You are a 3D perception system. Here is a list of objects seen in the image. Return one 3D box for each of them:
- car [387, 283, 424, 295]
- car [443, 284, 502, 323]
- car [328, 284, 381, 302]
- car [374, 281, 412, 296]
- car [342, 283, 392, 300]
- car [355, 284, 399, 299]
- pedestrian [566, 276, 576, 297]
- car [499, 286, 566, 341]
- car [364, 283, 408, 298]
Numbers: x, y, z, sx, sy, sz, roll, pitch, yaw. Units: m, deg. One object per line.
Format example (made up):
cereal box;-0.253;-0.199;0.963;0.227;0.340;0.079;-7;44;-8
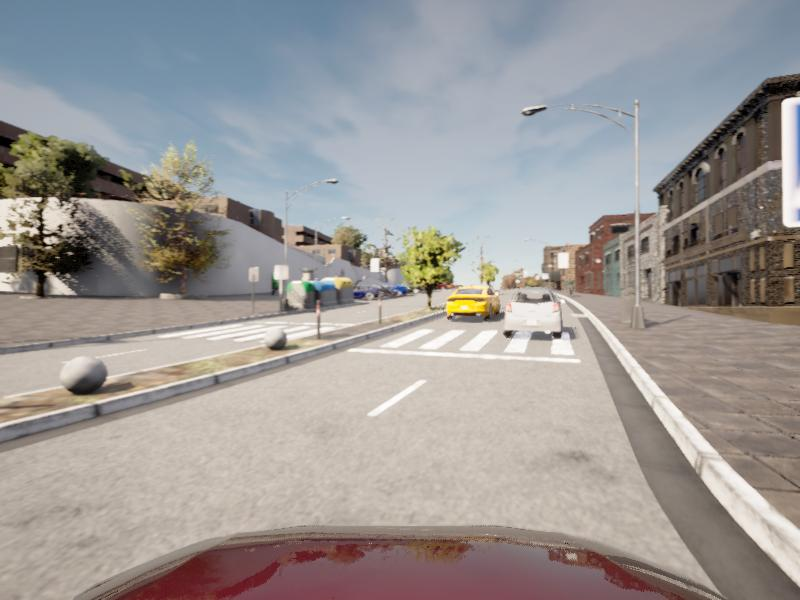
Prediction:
car;0.727;-1.591;55.404;4.892;1.521;2.231;-2;3;-5
car;3.646;0.062;19.397;1.882;1.535;5.008;0;3;21
car;-4.279;-0.685;38.420;4.792;1.488;2.163;-2;3;-2
car;-0.864;-1.430;49.710;4.553;1.767;2.185;-2;2;-4
car;-3.346;-0.865;41.230;4.892;1.521;2.231;-2;3;-2
car;-2.486;-0.973;44.059;4.674;1.452;2.002;-2;2;-3
pedestrian;15.229;-1.216;35.672;0.751;1.860;0.751;0;-1;20
car;4.512;0.333;13.354;1.845;1.501;3.633;0;3;22
car;-1.639;-1.160;46.879;5.008;1.535;2.097;-2;3;-3
